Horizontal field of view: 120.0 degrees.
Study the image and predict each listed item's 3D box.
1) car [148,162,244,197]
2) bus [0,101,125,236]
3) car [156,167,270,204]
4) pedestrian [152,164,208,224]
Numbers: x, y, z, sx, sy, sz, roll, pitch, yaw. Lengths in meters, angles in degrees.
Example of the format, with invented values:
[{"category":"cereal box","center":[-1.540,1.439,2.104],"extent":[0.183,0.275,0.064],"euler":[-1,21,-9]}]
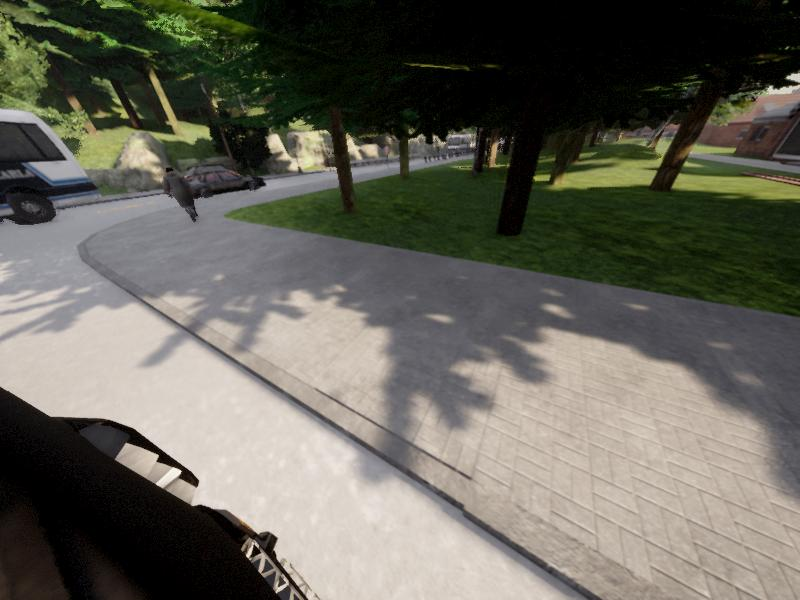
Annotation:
[{"category":"car","center":[-14.692,-8.986,17.008],"extent":[2.097,1.767,4.553],"euler":[15,38,25]},{"category":"bus","center":[-17.125,-3.895,7.301],"extent":[3.944,4.253,10.273],"euler":[-4,34,1]},{"category":"car","center":[-11.776,-7.625,15.095],"extent":[2.033,1.411,5.357],"euler":[17,38,27]},{"category":"pedestrian","center":[-8.007,-3.898,8.538],"extent":[0.751,1.860,0.751],"euler":[-23,38,-27]}]
